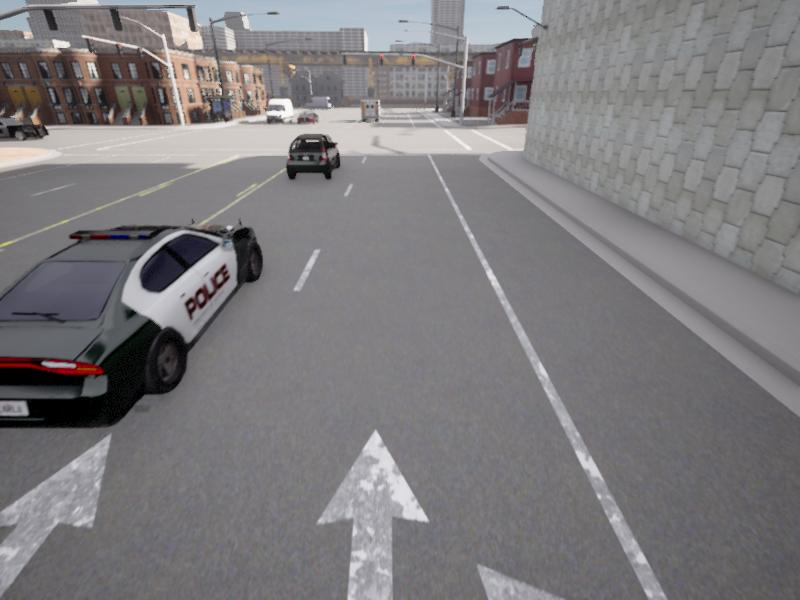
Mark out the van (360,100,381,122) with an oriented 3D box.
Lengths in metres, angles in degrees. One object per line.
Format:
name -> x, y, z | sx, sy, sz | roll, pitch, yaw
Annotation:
van -> -3.746, -24.801, 52.316 | 2.351, 2.431, 6.366 | 0, 27, -1

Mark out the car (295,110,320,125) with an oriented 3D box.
car -> -10.758, -21.442, 46.911 | 1.994, 1.385, 4.181 | 0, 27, 0

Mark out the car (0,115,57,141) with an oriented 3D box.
car -> -29.020, -12.698, 29.519 | 5.238, 1.638, 1.930 | 0, 27, -1

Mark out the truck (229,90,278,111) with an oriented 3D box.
truck -> -29.810, -40.726, 81.762 | 8.468, 3.827, 2.891 | 0, 27, 0

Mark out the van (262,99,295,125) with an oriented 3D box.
van -> -14.267, -22.354, 47.397 | 1.988, 2.561, 5.915 | 0, 27, 0

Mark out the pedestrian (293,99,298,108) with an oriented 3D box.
pedestrian -> -26.080, -48.903, 99.476 | 0.751, 1.860, 0.751 | 7, 28, 14

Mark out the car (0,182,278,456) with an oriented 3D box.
car -> -3.531, -0.354, 5.669 | 2.038, 1.542, 4.974 | 0, 28, 0

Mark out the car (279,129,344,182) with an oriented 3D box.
car -> -3.609, -6.248, 17.051 | 1.851, 1.617, 3.988 | 0, 27, 0

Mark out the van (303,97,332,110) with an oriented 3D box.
van -> -18.737, -44.608, 90.766 | 5.915, 2.561, 1.988 | 7, 27, 12
